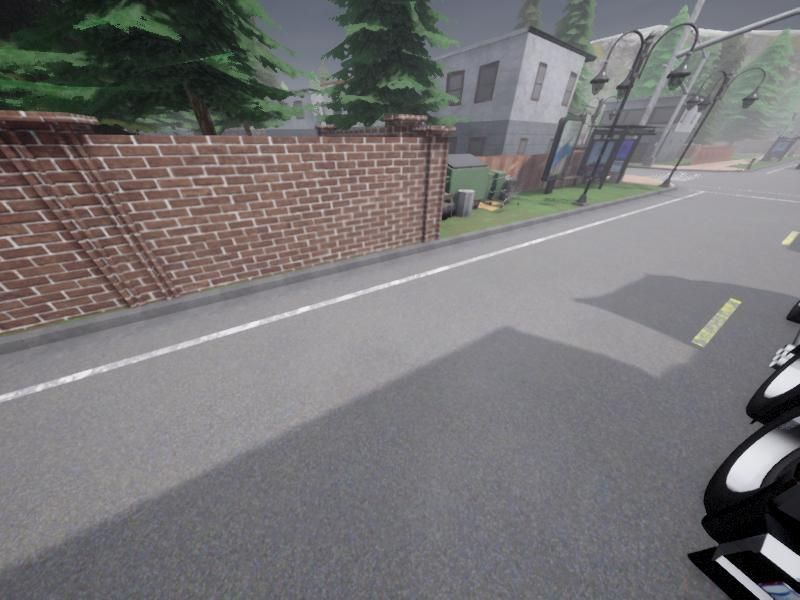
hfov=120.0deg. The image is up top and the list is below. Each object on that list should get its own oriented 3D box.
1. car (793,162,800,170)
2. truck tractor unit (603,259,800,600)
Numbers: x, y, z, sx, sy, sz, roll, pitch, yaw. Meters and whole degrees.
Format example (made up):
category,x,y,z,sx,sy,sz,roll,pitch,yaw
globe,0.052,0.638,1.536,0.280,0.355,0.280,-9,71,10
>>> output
category,x,y,z,sx,sy,sz,roll,pitch,yaw
car,40.926,-13.686,22.149,5.566,2.045,2.150,-18,39,-25
truck tractor unit,5.103,-0.309,0.796,6.516,4.208,3.053,-19,39,-25
